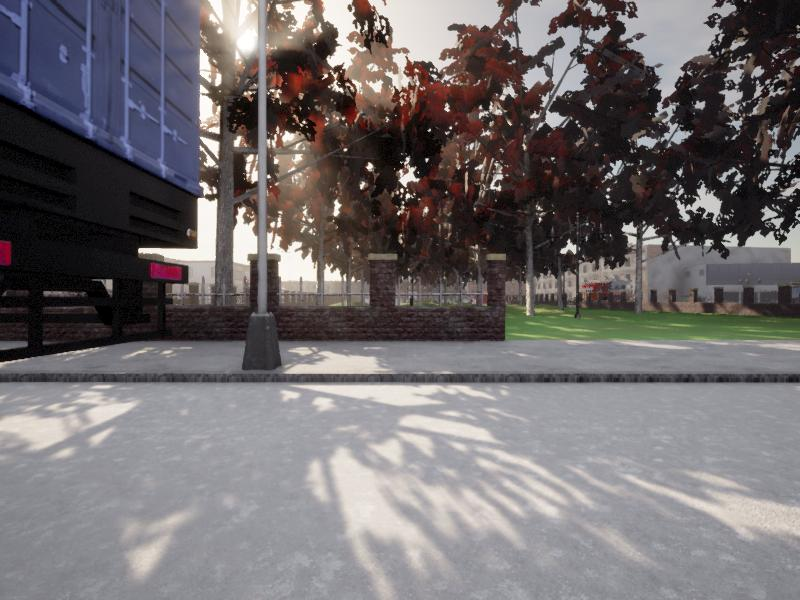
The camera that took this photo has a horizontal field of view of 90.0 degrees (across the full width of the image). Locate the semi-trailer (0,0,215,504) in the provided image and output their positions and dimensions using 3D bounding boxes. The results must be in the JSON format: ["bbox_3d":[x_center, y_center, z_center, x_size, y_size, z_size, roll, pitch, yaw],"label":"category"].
[{"bbox_3d":[-9.024,-1.217,2.746,14.254,4.402,2.717,0,0,0],"label":"semi-trailer"}]

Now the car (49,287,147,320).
[{"bbox_3d":[-16.851,0.178,22.717,2.033,1.649,4.856,0,0,-2],"label":"car"}]

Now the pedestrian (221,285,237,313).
[{"bbox_3d":[-11.651,-0.067,27.313,0.751,1.860,0.751,0,0,1],"label":"pedestrian"}]

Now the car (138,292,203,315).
[{"bbox_3d":[-16.769,0.236,29.574,2.128,1.511,4.902,0,0,-2],"label":"car"}]

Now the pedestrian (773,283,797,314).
[{"bbox_3d":[23.486,-0.067,24.413,0.751,1.860,0.751,0,0,1],"label":"pedestrian"}]

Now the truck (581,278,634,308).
[{"bbox_3d":[28.367,-0.915,55.187,2.891,3.827,8.468,0,0,0],"label":"truck"}]
